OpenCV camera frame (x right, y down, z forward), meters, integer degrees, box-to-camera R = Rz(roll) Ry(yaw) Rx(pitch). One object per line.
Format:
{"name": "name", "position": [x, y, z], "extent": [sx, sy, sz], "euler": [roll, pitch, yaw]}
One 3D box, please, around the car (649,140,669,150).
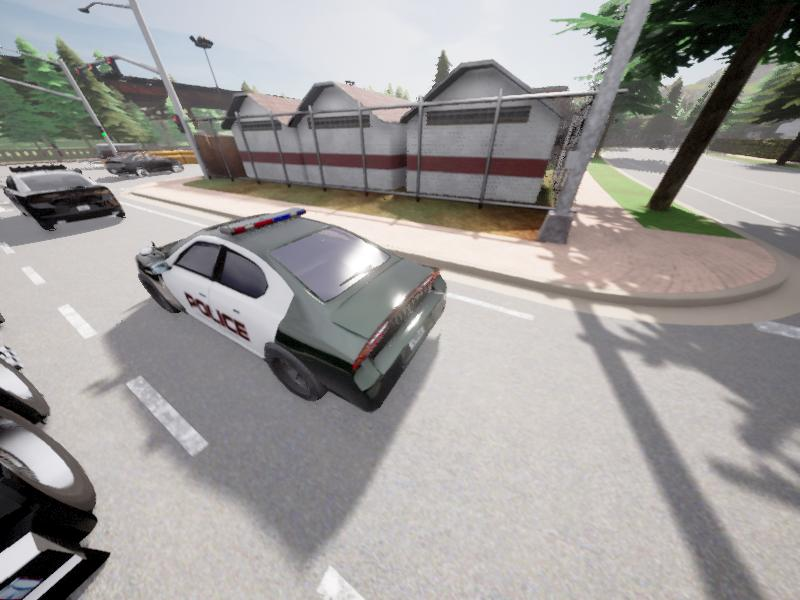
{"name": "car", "position": [61.066, -36.598, 54.366], "extent": [3.866, 1.878, 1.905], "euler": [-23, 41, -29]}

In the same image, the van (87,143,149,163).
{"name": "van", "position": [-36.348, -19.081, 29.982], "extent": [1.775, 1.987, 4.442], "euler": [16, 38, 23]}

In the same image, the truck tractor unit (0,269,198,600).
{"name": "truck tractor unit", "position": [-5.120, -0.292, 0.763], "extent": [6.516, 4.208, 3.053], "euler": [18, 39, 24]}

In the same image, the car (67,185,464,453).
{"name": "car", "position": [-1.938, -0.469, 3.357], "extent": [4.974, 1.542, 2.038], "euler": [18, 39, 24]}

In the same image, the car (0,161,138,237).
{"name": "car", "position": [-11.894, -3.719, 8.008], "extent": [5.238, 1.638, 1.930], "euler": [18, 39, 24]}

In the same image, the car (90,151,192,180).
{"name": "car", "position": [-19.754, -10.595, 18.069], "extent": [2.128, 1.511, 4.902], "euler": [3, 35, 6]}
